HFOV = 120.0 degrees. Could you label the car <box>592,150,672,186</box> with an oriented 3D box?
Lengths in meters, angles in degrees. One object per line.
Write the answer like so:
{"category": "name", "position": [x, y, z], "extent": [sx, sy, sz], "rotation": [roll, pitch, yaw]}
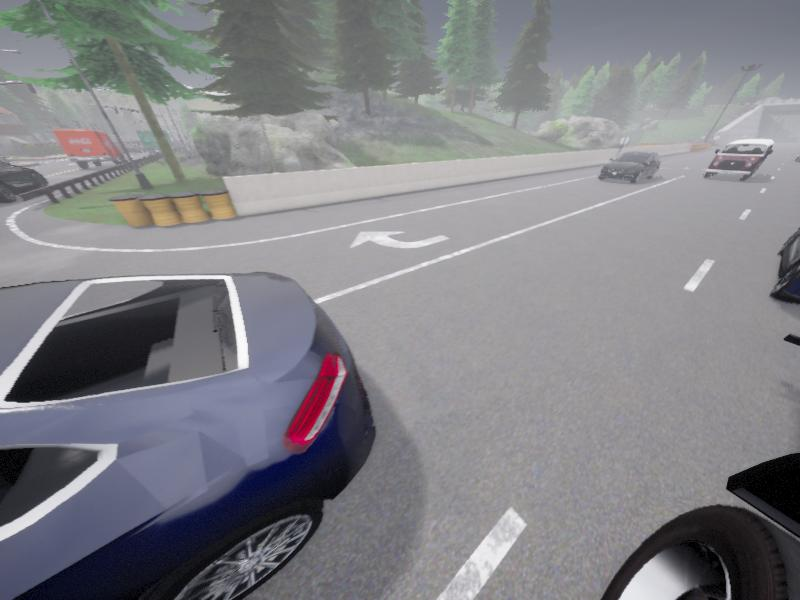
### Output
{"category": "car", "position": [14.096, -8.135, 14.023], "extent": [4.892, 1.490, 1.837], "rotation": [-22, 41, -28]}

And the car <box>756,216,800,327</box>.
{"category": "car", "position": [8.087, -0.808, 3.572], "extent": [4.856, 1.649, 2.033], "rotation": [-22, 41, -28]}

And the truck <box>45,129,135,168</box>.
{"category": "truck", "position": [-25.927, -12.858, 19.787], "extent": [2.627, 2.467, 5.204], "rotation": [-21, 37, -27]}

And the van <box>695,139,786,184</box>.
{"category": "van", "position": [20.810, -8.602, 14.154], "extent": [4.480, 2.038, 2.069], "rotation": [-22, 40, -27]}

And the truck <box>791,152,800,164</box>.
{"category": "truck", "position": [40.201, -14.258, 21.637], "extent": [5.204, 2.467, 2.627], "rotation": [-22, 41, -28]}

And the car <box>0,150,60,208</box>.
{"category": "car", "position": [-17.005, -4.952, 9.317], "extent": [2.033, 1.649, 4.856], "rotation": [-21, 40, -27]}

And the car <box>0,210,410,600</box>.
{"category": "car", "position": [-2.629, 1.093, 0.971], "extent": [5.027, 1.651, 2.152], "rotation": [-22, 41, -28]}
